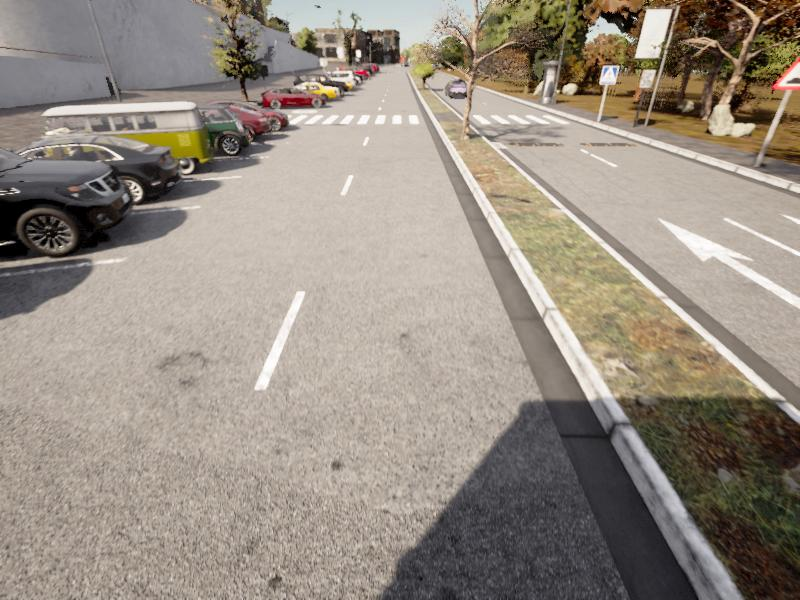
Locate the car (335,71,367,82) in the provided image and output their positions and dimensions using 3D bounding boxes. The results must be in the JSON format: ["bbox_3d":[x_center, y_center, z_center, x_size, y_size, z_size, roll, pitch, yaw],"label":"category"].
[{"bbox_3d":[-8.095,-37.063,66.250,4.792,1.488,2.163,-11,33,-17],"label":"car"}]

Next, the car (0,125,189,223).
[{"bbox_3d":[-8.072,-3.102,9.647,4.892,1.521,2.231,-11,32,-17],"label":"car"}]

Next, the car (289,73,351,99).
[{"bbox_3d":[-8.079,-21.690,40.463,5.566,2.045,2.435,-11,32,-17],"label":"car"}]

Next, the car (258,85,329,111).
[{"bbox_3d":[-8.068,-15.306,30.279,4.792,1.488,2.163,-11,32,-17],"label":"car"}]

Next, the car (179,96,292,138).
[{"bbox_3d":[-8.060,-9.181,19.953,4.792,1.488,2.163,-11,32,-17],"label":"car"}]

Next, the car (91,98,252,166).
[{"bbox_3d":[-8.054,-6.259,14.721,4.553,1.767,2.185,-11,32,-17],"label":"car"}]

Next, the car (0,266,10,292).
[{"bbox_3d":[-7.968,-0.277,4.437,4.442,1.987,1.878,-11,32,-17],"label":"car"}]

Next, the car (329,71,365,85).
[{"bbox_3d":[-8.110,-33.936,61.110,5.008,1.535,2.097,-11,33,-17],"label":"car"}]

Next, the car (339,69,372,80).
[{"bbox_3d":[-7.951,-40.260,71.393,5.366,1.575,1.946,-11,33,-17],"label":"car"}]

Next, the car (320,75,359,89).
[{"bbox_3d":[-8.114,-29.199,53.457,4.674,1.452,2.002,-11,33,-17],"label":"car"}]

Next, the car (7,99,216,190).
[{"bbox_3d":[-8.191,-4.795,12.060,4.442,1.987,1.878,-11,32,-17],"label":"car"}]

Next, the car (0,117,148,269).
[{"bbox_3d":[-8.054,-1.805,6.965,5.566,2.045,2.435,-11,32,-17],"label":"car"}]

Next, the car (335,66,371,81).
[{"bbox_3d":[-8.103,-38.873,68.663,5.566,2.045,2.435,-11,33,-17],"label":"car"}]

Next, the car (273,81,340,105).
[{"bbox_3d":[-8.269,-18.356,35.357,5.366,1.575,1.946,-11,33,-17],"label":"car"}]

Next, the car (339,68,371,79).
[{"bbox_3d":[-8.300,-41.751,73.840,5.366,1.575,1.946,-11,33,-17],"label":"car"}]

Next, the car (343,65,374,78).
[{"bbox_3d":[-8.159,-45.119,78.874,5.566,2.045,2.435,-11,33,-17],"label":"car"}]

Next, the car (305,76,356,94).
[{"bbox_3d":[-7.934,-24.598,45.778,5.366,1.575,1.946,-11,32,-17],"label":"car"}]

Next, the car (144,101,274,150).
[{"bbox_3d":[-8.079,-7.632,17.362,4.674,1.452,2.002,-11,32,-17],"label":"car"}]

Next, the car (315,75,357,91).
[{"bbox_3d":[-8.135,-27.638,50.866,4.792,1.488,2.163,-11,33,-17],"label":"car"}]

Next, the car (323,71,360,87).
[{"bbox_3d":[-8.146,-30.901,55.920,4.553,1.767,2.185,-11,33,-17],"label":"car"}]

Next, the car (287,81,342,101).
[{"bbox_3d":[-8.104,-19.894,38.018,4.674,1.452,2.002,-11,32,-17],"label":"car"}]

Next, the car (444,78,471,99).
[{"bbox_3d":[5.734,-21.440,40.421,2.033,1.649,4.856,0,31,0],"label":"car"}]

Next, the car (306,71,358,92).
[{"bbox_3d":[-8.136,-26.322,48.156,5.566,2.045,2.435,-11,33,-17],"label":"car"}]
